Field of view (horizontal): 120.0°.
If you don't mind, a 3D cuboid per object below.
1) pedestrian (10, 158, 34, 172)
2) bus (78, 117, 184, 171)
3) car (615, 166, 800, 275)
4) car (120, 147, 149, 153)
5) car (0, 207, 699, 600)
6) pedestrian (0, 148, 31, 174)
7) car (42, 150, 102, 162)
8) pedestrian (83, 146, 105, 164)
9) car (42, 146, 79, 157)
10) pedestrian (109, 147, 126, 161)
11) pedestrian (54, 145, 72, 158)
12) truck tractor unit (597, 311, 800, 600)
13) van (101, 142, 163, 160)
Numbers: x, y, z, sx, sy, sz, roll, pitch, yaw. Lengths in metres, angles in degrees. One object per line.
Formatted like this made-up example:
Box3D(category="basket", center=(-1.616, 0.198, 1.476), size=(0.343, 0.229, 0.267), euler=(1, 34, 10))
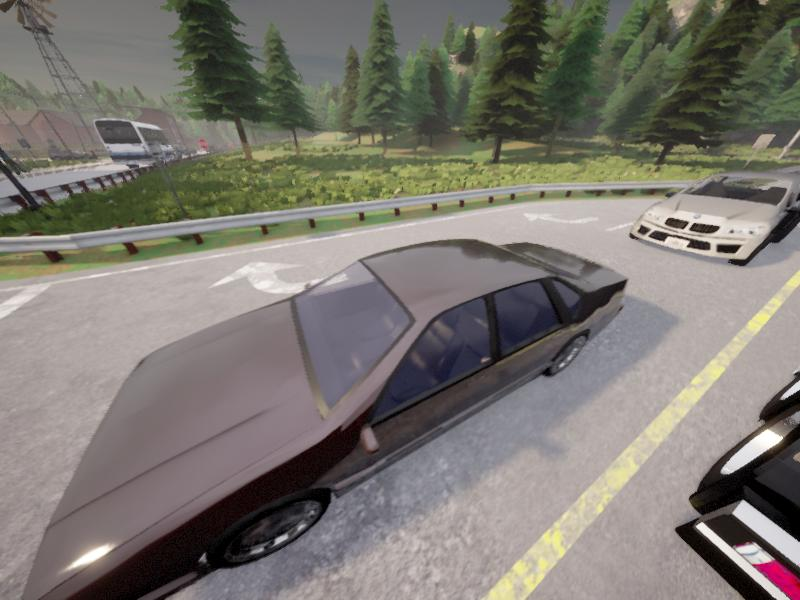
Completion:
Box3D(category="pedestrian", center=(-34.041, -12.168, 20.822), size=(0.500, 1.100, 0.500), euler=(-11, 36, -16))
Box3D(category="bus", center=(-29.608, -17.771, 26.533), size=(3.944, 4.253, 10.273), euler=(-16, 37, -22))
Box3D(category="car", center=(8.589, -2.387, 6.082), size=(4.611, 1.667, 2.242), euler=(-17, 38, -23))
Box3D(category="car", center=(-74.908, -42.357, 65.204), size=(4.792, 1.488, 2.163), euler=(-16, 38, -22))
Box3D(category="car", center=(0.284, 0.240, 2.510), size=(5.357, 1.411, 2.033), euler=(-17, 38, -23))
Box3D(category="pedestrian", center=(-32.860, -11.743, 19.520), size=(0.751, 1.860, 0.751), euler=(-12, 36, -16))
Box3D(category="car", center=(-50.510, -22.326, 35.750), size=(4.792, 1.488, 2.163), euler=(-17, 38, -23))
Box3D(category="pedestrian", center=(-39.299, -18.649, 29.667), size=(0.751, 1.860, 0.751), euler=(-14, 37, -19))
Box3D(category="car", center=(-74.533, -32.785, 50.826), size=(1.905, 1.878, 3.866), euler=(13, 37, 19))
Box3D(category="pedestrian", center=(-43.434, -22.473, 35.555), size=(0.751, 1.860, 0.751), euler=(-21, 39, -27))
Box3D(category="pedestrian", center=(-58.825, -25.852, 40.300), size=(0.751, 1.860, 0.751), euler=(-5, 35, -7))
Box3D(category="truck tractor unit", center=(5.183, -0.220, 0.687), size=(6.516, 4.208, 3.053), euler=(-15, 37, -21))
Box3D(category="van", center=(-46.525, -26.095, 40.418), size=(6.366, 2.431, 2.351), euler=(-9, 35, -12))
